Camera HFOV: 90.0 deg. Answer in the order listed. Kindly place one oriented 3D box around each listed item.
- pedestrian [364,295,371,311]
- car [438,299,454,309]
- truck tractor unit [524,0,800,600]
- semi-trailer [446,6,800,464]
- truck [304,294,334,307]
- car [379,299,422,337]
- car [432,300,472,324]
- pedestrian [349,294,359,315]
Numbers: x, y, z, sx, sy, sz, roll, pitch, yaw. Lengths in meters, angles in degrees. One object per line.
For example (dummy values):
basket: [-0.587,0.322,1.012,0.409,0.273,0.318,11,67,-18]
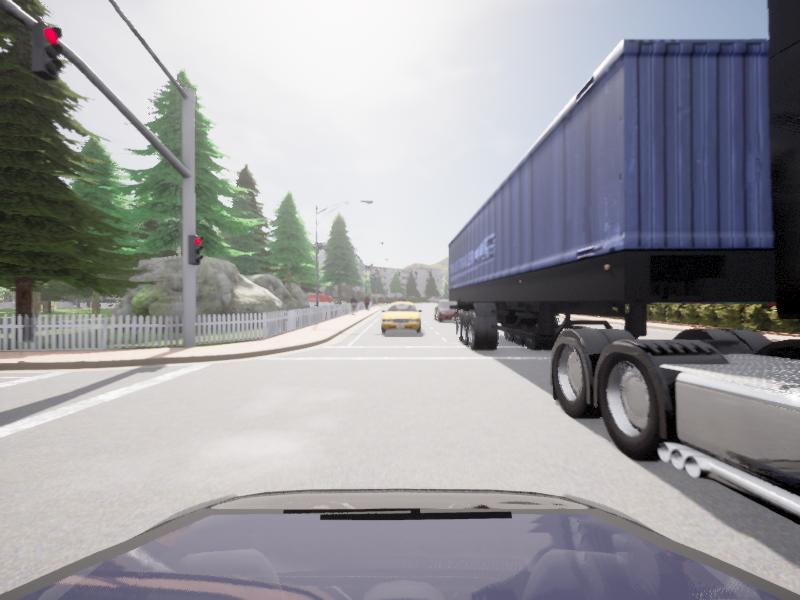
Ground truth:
pedestrian: [-4.011,0.350,48.974,0.751,1.860,0.751,0,0,0]
car: [6.969,0.612,61.213,1.882,1.535,5.008,0,0,0]
truck tractor unit: [3.487,-0.524,3.059,3.053,4.208,6.516,0,0,0]
semi-trailer: [3.460,-0.645,10.976,2.717,4.402,14.254,0,0,0]
truck: [-15.717,0.153,77.782,5.204,2.467,2.627,0,0,2]
car: [0.092,0.757,19.584,1.801,1.575,5.366,0,0,2]
car: [3.484,0.768,27.761,2.163,1.488,4.792,0,0,0]
pedestrian: [-4.241,0.393,36.803,0.751,1.860,0.751,0,0,2]
